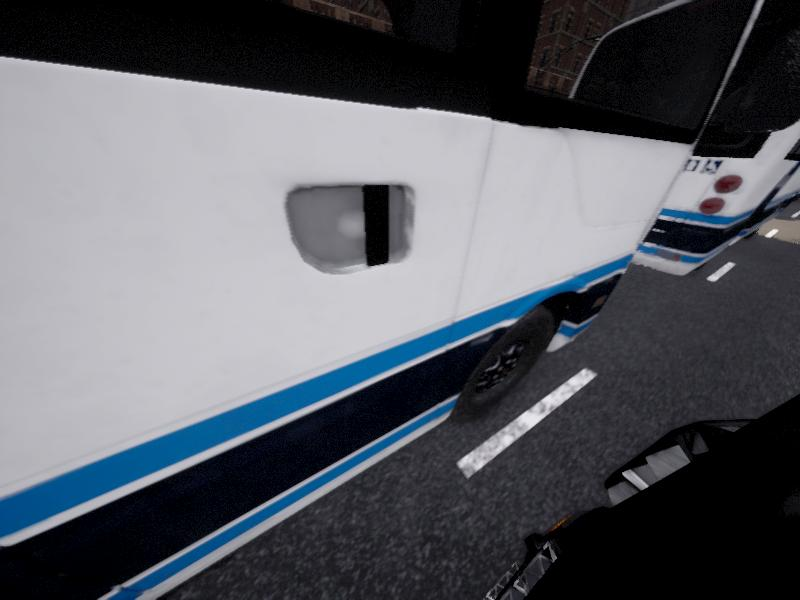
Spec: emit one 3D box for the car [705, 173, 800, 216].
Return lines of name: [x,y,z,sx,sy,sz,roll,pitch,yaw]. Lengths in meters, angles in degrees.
car: [20.008,-6.034,12.935,5.027,1.651,2.152,-16,38,-26]

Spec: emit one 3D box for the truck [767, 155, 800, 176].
truck: [88.268,-30.855,52.934,8.468,3.827,2.891,-21,40,-31]

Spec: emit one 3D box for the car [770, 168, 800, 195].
car: [36.340,-10.749,20.894,4.605,1.855,1.932,-16,37,-25]

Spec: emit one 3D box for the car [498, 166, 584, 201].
car: [8.473,-7.099,13.920,4.514,1.525,2.007,-16,38,-26]

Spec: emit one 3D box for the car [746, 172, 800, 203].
car: [28.894,-8.549,17.315,5.027,1.651,2.152,-16,37,-25]

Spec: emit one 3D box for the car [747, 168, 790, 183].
car: [53.234,-18.080,33.492,1.970,1.475,3.806,24,39,29]

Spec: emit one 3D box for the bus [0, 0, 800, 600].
bus: [-2.852,-0.569,0.803,10.273,4.253,3.944,-16,38,-26]

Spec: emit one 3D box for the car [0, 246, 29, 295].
car: [-8.096,-0.004,2.239,4.181,1.385,1.994,-16,38,-26]

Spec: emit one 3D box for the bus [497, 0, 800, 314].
bus: [8.340,-3.814,6.443,10.273,4.253,3.944,-17,38,-26]
